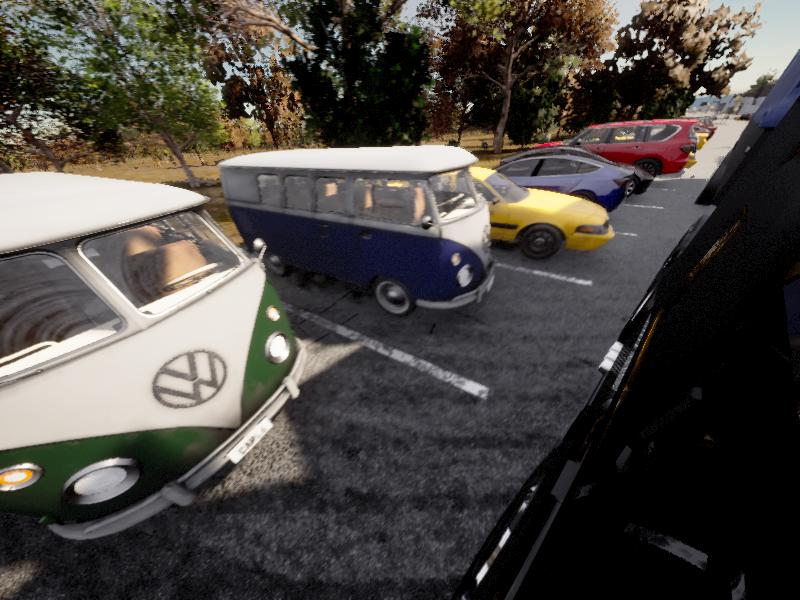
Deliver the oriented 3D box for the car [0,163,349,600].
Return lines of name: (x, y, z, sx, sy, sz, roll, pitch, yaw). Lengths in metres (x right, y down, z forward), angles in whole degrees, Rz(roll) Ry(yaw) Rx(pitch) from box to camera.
car: (-2.999, -0.059, 2.259, 4.442, 1.987, 1.878, 17, 40, 25)

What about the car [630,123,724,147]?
car: (24.013, -14.541, 20.407, 4.792, 1.488, 2.163, 16, 40, 24)

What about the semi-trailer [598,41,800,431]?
semi-trailer: (8.683, -3.607, 4.253, 14.254, 4.402, 2.717, -28, 44, -30)

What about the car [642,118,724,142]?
car: (28.329, -17.195, 23.437, 4.553, 1.767, 2.185, 15, 40, 24)

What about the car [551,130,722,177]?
car: (10.730, -7.142, 11.263, 5.366, 1.575, 1.946, 17, 40, 25)

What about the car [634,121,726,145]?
car: (26.181, -15.820, 21.937, 5.008, 1.535, 2.097, 15, 40, 24)

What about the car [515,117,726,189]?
car: (8.261, -6.178, 9.715, 5.566, 2.045, 2.435, 17, 41, 25)

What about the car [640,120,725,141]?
car: (30.365, -18.397, 25.129, 5.366, 1.575, 1.946, 15, 40, 23)

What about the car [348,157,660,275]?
car: (1.629, -2.286, 5.325, 5.366, 1.575, 1.946, 17, 40, 25)

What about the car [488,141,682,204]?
car: (6.051, -4.727, 8.378, 4.792, 1.488, 2.163, 17, 40, 25)

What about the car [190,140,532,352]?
car: (-0.719, -1.273, 3.743, 4.442, 1.987, 1.878, 17, 40, 25)

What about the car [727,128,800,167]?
car: (19.610, -8.245, 12.336, 4.181, 1.385, 1.994, -29, 44, -31)

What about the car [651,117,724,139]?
car: (32.711, -19.721, 26.546, 4.553, 1.767, 2.185, 15, 40, 23)

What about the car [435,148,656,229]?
car: (3.719, -3.526, 6.915, 4.792, 1.488, 2.163, 17, 41, 25)

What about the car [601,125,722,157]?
car: (17.329, -10.848, 15.826, 5.008, 1.535, 2.097, 16, 41, 25)

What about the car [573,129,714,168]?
car: (12.832, -8.399, 12.827, 4.892, 1.521, 2.231, 17, 41, 25)

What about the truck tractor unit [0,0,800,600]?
truck tractor unit: (2.645, -0.295, 0.352, 6.516, 4.208, 3.053, -28, 44, -30)

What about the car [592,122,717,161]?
car: (15.101, -9.718, 14.240, 4.553, 1.767, 2.185, 17, 41, 25)

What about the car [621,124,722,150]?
car: (21.743, -13.306, 18.895, 4.792, 1.488, 2.163, 16, 41, 24)
